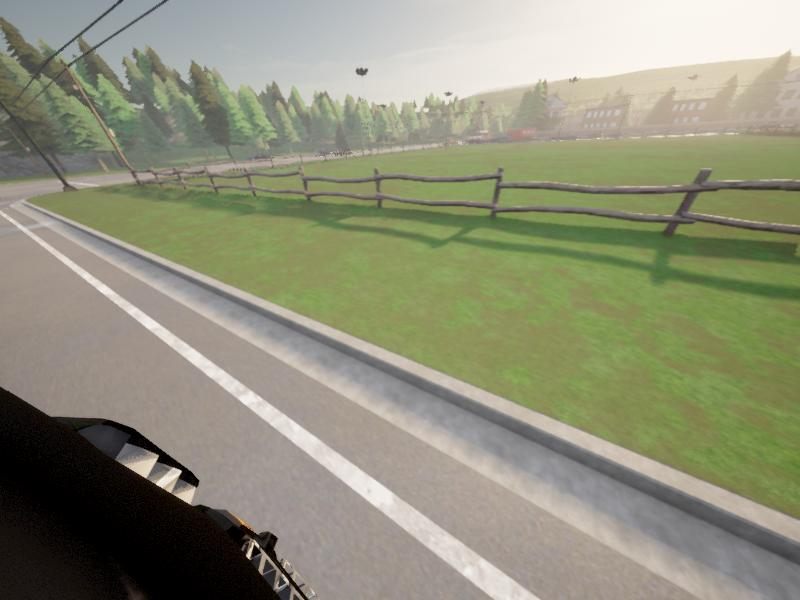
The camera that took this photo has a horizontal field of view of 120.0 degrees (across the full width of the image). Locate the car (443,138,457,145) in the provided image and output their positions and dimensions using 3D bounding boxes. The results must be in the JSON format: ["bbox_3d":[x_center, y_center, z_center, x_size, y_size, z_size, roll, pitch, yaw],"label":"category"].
[{"bbox_3d":[17.885,-57.071,83.303,4.605,1.855,1.932,-2,35,1],"label":"car"}]

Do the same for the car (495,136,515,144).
[{"bbox_3d":[30.201,-45.896,66.423,4.611,1.667,2.242,16,39,26],"label":"car"}]

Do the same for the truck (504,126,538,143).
[{"bbox_3d":[37.511,-51.588,72.045,8.468,3.827,2.891,16,39,26],"label":"truck"}]

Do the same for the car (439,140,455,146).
[{"bbox_3d":[16.356,-54.914,80.604,5.008,1.535,1.882,-5,35,-3],"label":"car"}]

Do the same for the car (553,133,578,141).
[{"bbox_3d":[44.618,-44.000,62.411,5.238,1.638,1.930,16,39,26],"label":"car"}]

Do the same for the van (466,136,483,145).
[{"bbox_3d":[23.452,-50.388,73.035,4.480,2.038,2.069,16,39,26],"label":"van"}]

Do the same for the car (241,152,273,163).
[{"bbox_3d":[-27.615,-27.723,44.860,1.837,1.490,4.892,17,39,26],"label":"car"}]

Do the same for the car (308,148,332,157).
[{"bbox_3d":[-18.052,-33.363,52.242,2.128,1.511,4.902,17,39,26],"label":"car"}]

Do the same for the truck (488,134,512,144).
[{"bbox_3d":[31.232,-50.430,72.402,6.274,2.098,2.390,16,39,26],"label":"truck"}]

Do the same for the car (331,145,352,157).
[{"bbox_3d":[-12.346,-31.427,48.627,1.905,1.878,3.866,17,39,26],"label":"car"}]
